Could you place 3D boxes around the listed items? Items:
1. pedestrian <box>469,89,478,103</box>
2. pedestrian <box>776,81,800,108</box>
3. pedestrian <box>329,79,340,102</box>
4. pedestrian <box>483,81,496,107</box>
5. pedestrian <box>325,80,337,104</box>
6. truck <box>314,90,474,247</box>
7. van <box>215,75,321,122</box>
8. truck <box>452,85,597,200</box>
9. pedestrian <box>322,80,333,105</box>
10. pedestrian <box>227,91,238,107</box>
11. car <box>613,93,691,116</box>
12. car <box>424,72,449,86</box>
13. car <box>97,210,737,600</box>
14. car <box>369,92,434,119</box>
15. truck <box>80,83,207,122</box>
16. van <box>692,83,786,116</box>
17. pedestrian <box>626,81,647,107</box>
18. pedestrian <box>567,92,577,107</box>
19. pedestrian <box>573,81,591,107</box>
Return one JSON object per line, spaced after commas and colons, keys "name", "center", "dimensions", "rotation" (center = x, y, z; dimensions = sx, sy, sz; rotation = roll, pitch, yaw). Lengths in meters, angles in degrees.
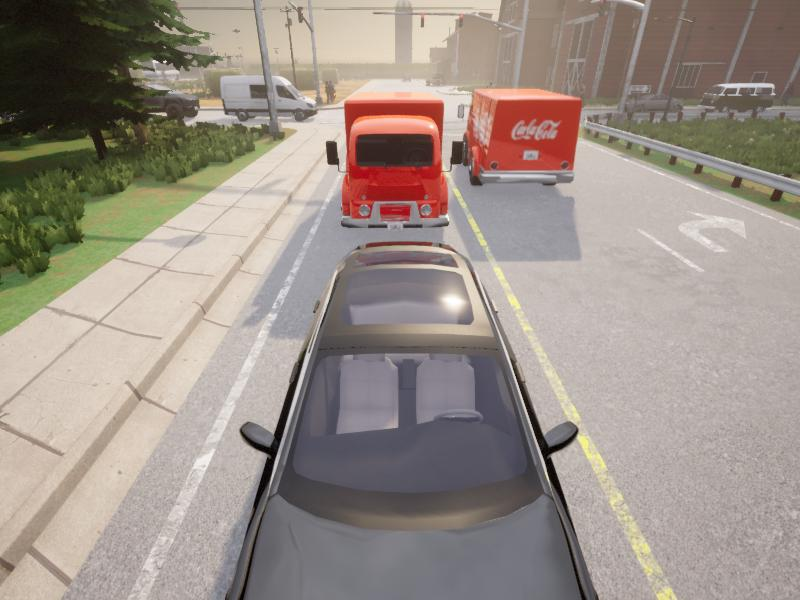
{"name": "pedestrian", "center": [6.622, -18.386, 36.078], "dimensions": [0.500, 1.100, 0.500], "rotation": [-19, 35, -29]}
{"name": "pedestrian", "center": [31.669, -16.733, 32.559], "dimensions": [0.751, 1.860, 0.751], "rotation": [7, 31, 11]}
{"name": "pedestrian", "center": [-6.124, -19.564, 37.343], "dimensions": [0.751, 1.860, 0.751], "rotation": [-11, 32, -18]}
{"name": "pedestrian", "center": [7.391, -17.023, 32.998], "dimensions": [0.751, 1.860, 0.751], "rotation": [2, 30, 4]}
{"name": "pedestrian", "center": [-6.065, -18.404, 35.357], "dimensions": [0.751, 1.860, 0.751], "rotation": [-10, 32, -17]}
{"name": "truck", "center": [-0.138, -3.422, 9.428], "dimensions": [2.627, 2.467, 5.204], "rotation": [-1, 30, -1]}
{"name": "van", "center": [-8.387, -13.098, 25.990], "dimensions": [5.915, 2.561, 1.988], "rotation": [0, 30, 0]}
{"name": "truck", "center": [3.296, -5.064, 12.267], "dimensions": [2.627, 2.467, 5.204], "rotation": [0, 31, -1]}
{"name": "pedestrian", "center": [-6.152, -17.603, 33.994], "dimensions": [0.751, 1.860, 0.751], "rotation": [-3, 30, -5]}
{"name": "pedestrian", "center": [-13.950, -16.717, 33.262], "dimensions": [0.500, 1.100, 0.500], "rotation": [1, 30, 1]}
{"name": "car", "center": [18.371, -14.352, 29.312], "dimensions": [4.181, 1.385, 1.994], "rotation": [0, 30, 0]}
{"name": "car", "center": [6.288, -37.975, 68.886], "dimensions": [1.905, 1.878, 3.866], "rotation": [-31, 40, -33]}
{"name": "car", "center": [0.055, 0.760, 3.240], "dimensions": [2.128, 1.511, 4.902], "rotation": [0, 30, 0]}
{"name": "car", "center": [0.163, -13.834, 28.384], "dimensions": [4.181, 1.385, 1.994], "rotation": [-21, 36, -31]}
{"name": "truck", "center": [-16.492, -12.913, 26.105], "dimensions": [6.274, 2.098, 2.390], "rotation": [0, 30, 0]}
{"name": "van", "center": [24.554, -14.640, 29.142], "dimensions": [4.480, 2.038, 2.069], "rotation": [0, 30, 0]}
{"name": "pedestrian", "center": [19.273, -16.766, 32.610], "dimensions": [0.751, 1.860, 0.751], "rotation": [0, 30, 0]}
{"name": "pedestrian", "center": [14.184, -16.529, 32.954], "dimensions": [0.500, 1.100, 0.500], "rotation": [6, 31, 10]}
{"name": "pedestrian", "center": [14.786, -16.713, 32.516], "dimensions": [0.751, 1.860, 0.751], "rotation": [0, 30, -1]}
